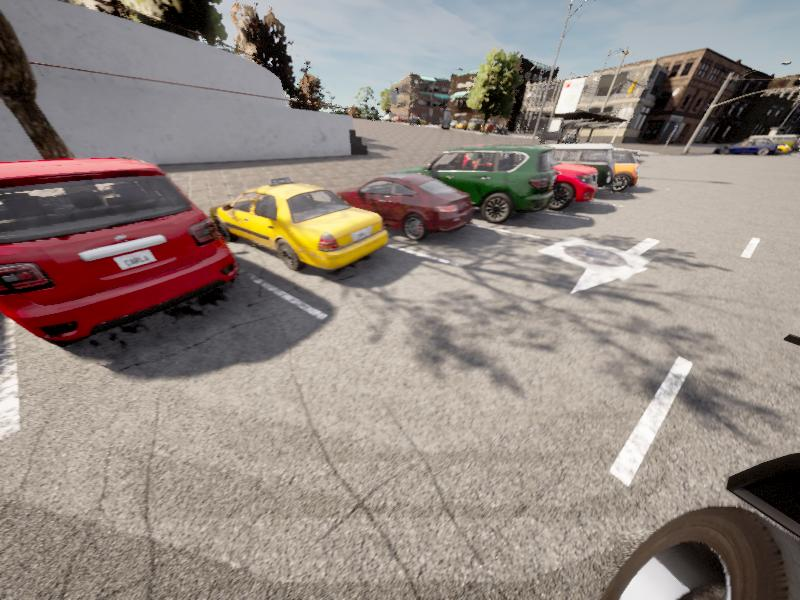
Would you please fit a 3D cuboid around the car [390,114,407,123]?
[{"bbox_3d":[-0.375,-49.237,62.703,2.185,1.767,4.553,24,40,25],"label":"car"}]

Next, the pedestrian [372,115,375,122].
[{"bbox_3d":[-5.348,-36.649,46.600,0.500,1.100,0.500,-18,39,-25],"label":"pedestrian"}]

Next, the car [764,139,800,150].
[{"bbox_3d":[63.527,-25.083,37.278,4.674,1.452,2.002,27,44,35],"label":"car"}]

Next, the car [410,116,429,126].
[{"bbox_3d":[4.897,-44.325,57.265,1.946,1.575,5.366,26,42,25],"label":"car"}]

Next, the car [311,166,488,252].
[{"bbox_3d":[-0.183,-2.962,6.871,4.674,1.452,2.002,22,41,29],"label":"car"}]

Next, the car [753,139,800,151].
[{"bbox_3d":[58.144,-23.482,35.063,4.674,1.452,2.002,27,43,34],"label":"car"}]

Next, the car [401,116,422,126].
[{"bbox_3d":[2.538,-40.513,52.262,2.128,1.511,4.902,-21,45,-29],"label":"car"}]

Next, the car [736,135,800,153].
[{"bbox_3d":[50.213,-21.183,31.421,4.442,1.987,1.878,26,42,34],"label":"car"}]

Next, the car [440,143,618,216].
[{"bbox_3d":[4.807,-5.168,9.462,5.566,2.045,2.435,22,40,29],"label":"car"}]

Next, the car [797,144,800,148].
[{"bbox_3d":[79.887,-29.803,43.512,2.185,1.767,4.553,-30,44,-35],"label":"car"}]

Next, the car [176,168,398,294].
[{"bbox_3d":[-2.814,-2.071,5.555,5.366,1.575,1.946,21,41,29],"label":"car"}]

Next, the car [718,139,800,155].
[{"bbox_3d":[44.969,-19.278,29.157,5.366,1.575,1.946,25,42,33],"label":"car"}]

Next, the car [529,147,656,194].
[{"bbox_3d":[9.806,-7.008,12.258,4.553,1.767,2.185,22,41,29],"label":"car"}]

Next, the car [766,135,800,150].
[{"bbox_3d":[66.254,-26.107,38.195,5.566,2.045,2.435,28,43,35],"label":"car"}]

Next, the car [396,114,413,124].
[{"bbox_3d":[1.319,-47.615,60.793,2.185,1.767,4.553,26,42,24],"label":"car"}]

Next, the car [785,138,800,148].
[{"bbox_3d":[74.396,-28.214,41.535,5.008,1.535,2.097,28,44,36],"label":"car"}]

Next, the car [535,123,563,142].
[{"bbox_3d":[23.456,-26.299,36.299,2.435,2.045,5.566,27,43,25],"label":"car"}]

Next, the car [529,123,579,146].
[{"bbox_3d":[19.134,-20.751,28.948,1.932,1.855,4.605,-20,45,-28],"label":"car"}]

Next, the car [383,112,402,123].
[{"bbox_3d":[-2.113,-50.824,64.488,2.435,2.045,5.566,23,39,28],"label":"car"}]

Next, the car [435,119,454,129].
[{"bbox_3d":[9.895,-39.274,51.545,2.002,1.452,4.674,27,43,25],"label":"car"}]

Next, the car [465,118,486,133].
[{"bbox_3d":[14.933,-34.470,45.646,1.878,1.987,4.442,28,43,25],"label":"car"}]

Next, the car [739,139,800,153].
[{"bbox_3d":[52.788,-21.875,32.772,4.892,1.521,2.231,26,42,34],"label":"car"}]

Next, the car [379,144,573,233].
[{"bbox_3d":[2.269,-4.199,8.105,5.566,2.045,2.435,22,41,29],"label":"car"}]

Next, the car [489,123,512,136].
[{"bbox_3d":[18.353,-31.039,42.087,2.231,1.521,4.892,27,43,25],"label":"car"}]

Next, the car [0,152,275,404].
[{"bbox_3d":[-5.162,-1.236,3.951,5.566,2.045,2.435,21,41,29],"label":"car"}]

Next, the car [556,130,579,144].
[{"bbox_3d":[25.113,-24.407,34.577,2.002,1.452,4.674,27,43,25],"label":"car"}]

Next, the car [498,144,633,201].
[{"bbox_3d":[7.371,-6.096,10.804,4.442,1.987,1.878,22,40,29],"label":"car"}]

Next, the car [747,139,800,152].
[{"bbox_3d":[55.464,-22.661,33.927,4.674,1.452,2.002,26,43,34],"label":"car"}]

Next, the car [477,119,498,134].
[{"bbox_3d":[16.626,-32.816,43.757,1.878,1.987,4.442,27,43,25],"label":"car"}]

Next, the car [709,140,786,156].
[{"bbox_3d":[42.141,-18.555,28.233,4.792,1.488,2.163,25,42,33],"label":"car"}]

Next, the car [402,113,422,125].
[{"bbox_3d":[3.077,-46.062,58.838,2.435,2.045,5.566,27,42,24],"label":"car"}]

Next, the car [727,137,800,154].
[{"bbox_3d":[47.449,-20.310,30.389,4.553,1.767,2.185,26,42,33],"label":"car"}]

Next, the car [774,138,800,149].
[{"bbox_3d":[68.946,-26.690,39.432,5.008,1.535,2.097,28,43,35],"label":"car"}]

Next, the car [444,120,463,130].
[{"bbox_3d":[11.602,-37.624,49.664,2.002,1.452,4.674,27,43,25],"label":"car"}]

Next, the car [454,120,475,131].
[{"bbox_3d":[13.399,-36.090,47.874,1.946,1.575,5.366,27,43,25],"label":"car"}]
